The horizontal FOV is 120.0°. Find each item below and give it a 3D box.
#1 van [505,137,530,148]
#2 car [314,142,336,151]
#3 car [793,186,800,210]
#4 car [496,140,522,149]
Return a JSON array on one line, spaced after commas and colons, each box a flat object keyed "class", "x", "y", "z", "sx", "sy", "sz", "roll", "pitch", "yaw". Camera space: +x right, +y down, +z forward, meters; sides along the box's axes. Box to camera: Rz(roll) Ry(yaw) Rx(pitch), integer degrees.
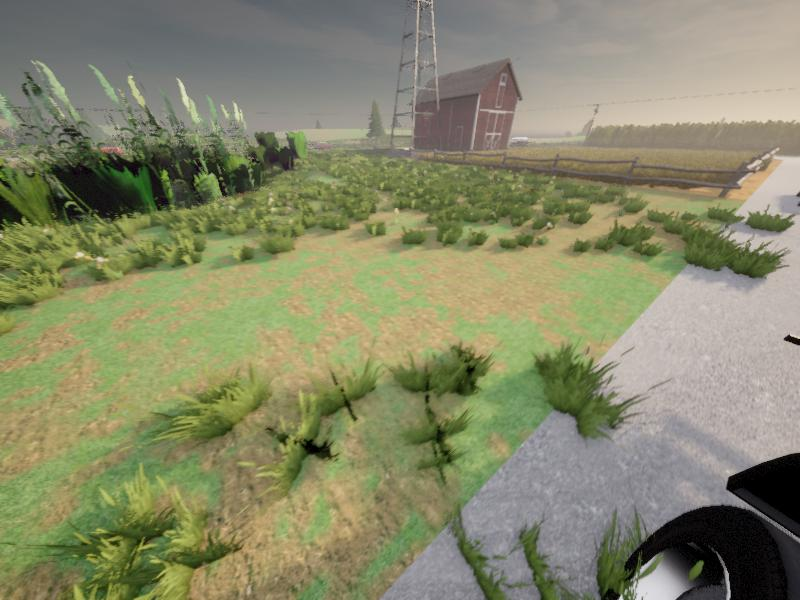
[{"class": "van", "x": 27.788, "y": -37.215, "z": 54.651, "sx": 2.069, "sy": 2.038, "sz": 4.480, "roll": -22, "pitch": 41, "yaw": -28}, {"class": "car", "x": -15.430, "y": -31.755, "z": 47.752, "sx": 3.806, "sy": 1.475, "sz": 1.970, "roll": -18, "pitch": 39, "yaw": -23}, {"class": "car", "x": 17.008, "y": -4.239, "z": 8.649, "sx": 4.718, "sy": 1.301, "sz": 1.895, "roll": -23, "pitch": 41, "yaw": -29}, {"class": "car", "x": 25.127, "y": -35.999, "z": 53.334, "sx": 2.038, "sy": 1.542, "sz": 4.974, "roll": -22, "pitch": 41, "yaw": -28}]
